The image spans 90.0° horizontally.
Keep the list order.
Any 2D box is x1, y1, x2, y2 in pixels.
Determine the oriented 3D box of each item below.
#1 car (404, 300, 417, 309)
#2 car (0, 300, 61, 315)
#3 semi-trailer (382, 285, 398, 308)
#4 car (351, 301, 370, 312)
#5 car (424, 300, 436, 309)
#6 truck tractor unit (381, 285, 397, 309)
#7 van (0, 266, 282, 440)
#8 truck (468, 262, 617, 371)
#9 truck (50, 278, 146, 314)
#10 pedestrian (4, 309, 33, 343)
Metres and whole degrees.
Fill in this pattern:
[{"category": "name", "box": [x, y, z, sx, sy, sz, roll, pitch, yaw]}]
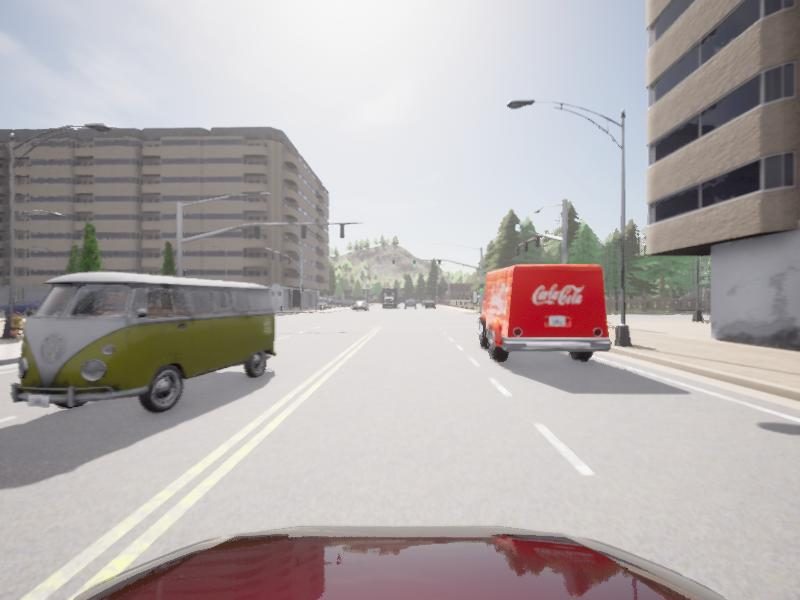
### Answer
[{"category": "car", "box": [1.917, 0.762, 73.313, 2.152, 1.651, 5.027, 0, 0, 2]}, {"category": "car", "box": [-37.669, 0.745, 40.541, 5.008, 1.535, 1.882, 0, 0, 2]}, {"category": "semi-trailer", "box": [-1.942, -0.639, 83.454, 2.717, 4.402, 14.254, 0, 0, 1]}, {"category": "car", "box": [-5.547, 0.835, 56.806, 2.163, 1.488, 4.792, 0, 0, 2]}, {"category": "car", "box": [5.395, 0.754, 72.481, 1.930, 1.638, 5.238, 0, 0, 2]}, {"category": "truck tractor unit", "box": [-2.041, -0.542, 75.545, 3.053, 4.208, 6.516, 0, 0, -1]}, {"category": "van", "box": [-3.889, 0.594, 6.894, 1.775, 1.987, 4.442, 0, 0, 10]}, {"category": "truck", "box": [3.699, 0.360, 11.740, 2.627, 2.467, 5.204, 0, 0, 2]}, {"category": "truck", "box": [-33.024, -0.398, 43.894, 8.468, 3.827, 2.891, 0, 0, 2]}, {"category": "pedestrian", "box": [-12.871, 0.857, 13.495, 0.500, 1.100, 0.500, 0, 0, -3]}]
